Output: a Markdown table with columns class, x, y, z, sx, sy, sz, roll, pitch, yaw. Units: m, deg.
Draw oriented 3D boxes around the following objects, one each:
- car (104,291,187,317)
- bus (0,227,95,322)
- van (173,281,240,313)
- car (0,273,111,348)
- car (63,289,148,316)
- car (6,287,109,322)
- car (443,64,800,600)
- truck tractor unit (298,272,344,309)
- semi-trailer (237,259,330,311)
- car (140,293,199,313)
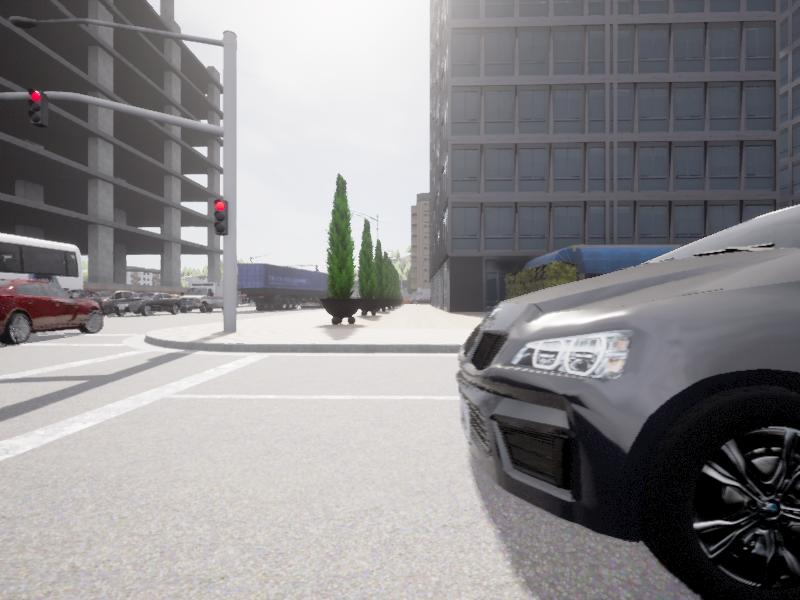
| class | x | y | z | sx | sy | sz | roll | pitch | yaw |
| --- | --- | --- | --- | --- | --- | --- | --- | --- | --- |
| car | -16.198 | 0.236 | 25.855 | 2.128 | 1.511 | 4.902 | 0 | 0 | 2 |
| bus | -19.828 | -1.135 | 18.163 | 3.944 | 4.253 | 10.273 | 0 | 0 | 2 |
| van | -15.957 | -0.222 | 33.455 | 2.351 | 2.431 | 6.366 | 0 | 0 | 2 |
| car | -9.523 | 0.223 | 9.957 | 1.882 | 1.535 | 5.008 | -1 | 0 | -12 |
| car | -19.664 | 0.156 | 27.027 | 2.242 | 1.667 | 4.611 | 0 | 0 | 2 |
| car | -16.406 | 0.214 | 19.432 | 1.789 | 1.549 | 3.705 | 0 | 0 | 2 |
| car | 2.651 | 0.158 | 2.240 | 4.611 | 1.667 | 2.242 | 0 | 0 | 1 |
| truck tractor unit | -9.476 | -1.099 | 48.648 | 3.053 | 4.208 | 6.516 | 0 | 0 | 14 |
| semi-trailer | -11.169 | -1.219 | 40.911 | 2.717 | 4.402 | 14.254 | 0 | 0 | 12 |
| car | -19.436 | 0.201 | 34.103 | 1.801 | 1.575 | 5.366 | 0 | 0 | 2 |
